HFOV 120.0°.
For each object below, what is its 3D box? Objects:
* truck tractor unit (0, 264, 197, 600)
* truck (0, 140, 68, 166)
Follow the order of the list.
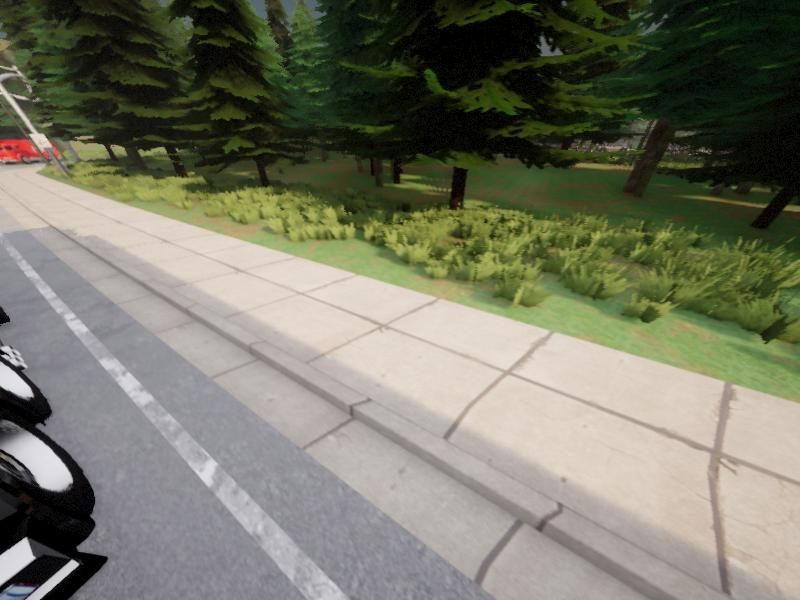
[{"bbox_3d":[-5.112,-0.299,0.784,6.516,4.208,3.053,18,39,24],"label":"truck tractor unit"},{"bbox_3d":[-46.176,-18.213,28.464,2.627,2.467,5.204,-4,35,-6],"label":"truck"}]
